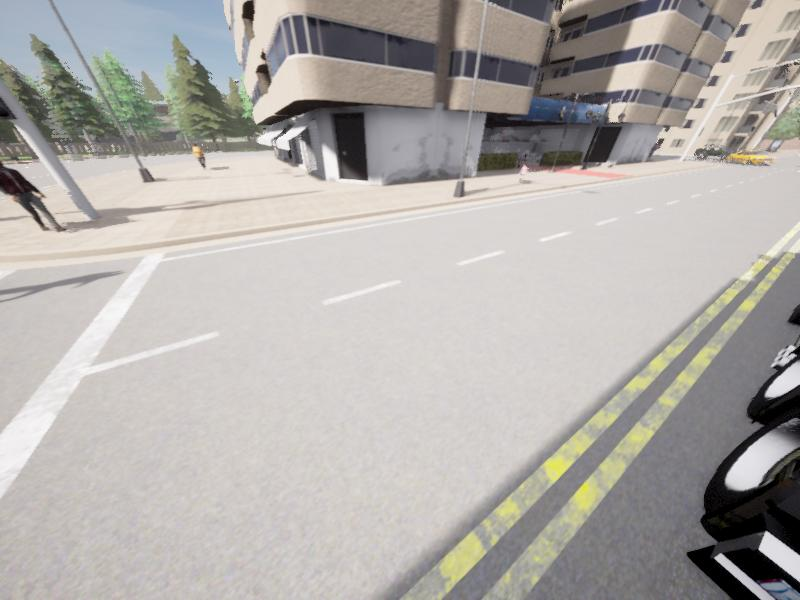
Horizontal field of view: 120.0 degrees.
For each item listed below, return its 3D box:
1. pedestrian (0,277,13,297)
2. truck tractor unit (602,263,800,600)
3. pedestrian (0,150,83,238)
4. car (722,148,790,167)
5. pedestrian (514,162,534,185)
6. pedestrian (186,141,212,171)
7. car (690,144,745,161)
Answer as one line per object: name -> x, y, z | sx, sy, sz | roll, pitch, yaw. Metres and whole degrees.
pedestrian -> -7.201, -0.678, 3.263 | 0.751, 1.860, 0.751 | -19, 39, -25
truck tractor unit -> 5.109, -0.300, 0.791 | 6.516, 4.208, 3.053 | -18, 39, -24
pedestrian -> -9.389, -2.630, 5.776 | 0.751, 1.860, 0.751 | 11, 36, 15
car -> 39.742, -16.135, 26.034 | 1.801, 1.575, 5.366 | 16, 38, 22
pedestrian -> 6.919, -7.070, 12.918 | 0.500, 1.100, 0.500 | -18, 39, -24
pedestrian -> -15.003, -10.773, 17.321 | 0.751, 1.860, 0.751 | -17, 38, -23
car -> 44.453, -20.821, 32.509 | 1.905, 1.878, 3.866 | -18, 39, -25
